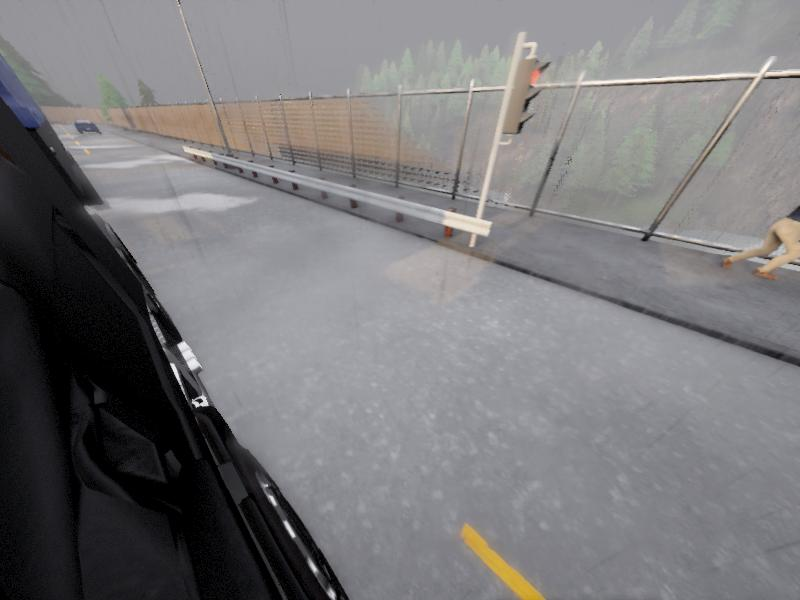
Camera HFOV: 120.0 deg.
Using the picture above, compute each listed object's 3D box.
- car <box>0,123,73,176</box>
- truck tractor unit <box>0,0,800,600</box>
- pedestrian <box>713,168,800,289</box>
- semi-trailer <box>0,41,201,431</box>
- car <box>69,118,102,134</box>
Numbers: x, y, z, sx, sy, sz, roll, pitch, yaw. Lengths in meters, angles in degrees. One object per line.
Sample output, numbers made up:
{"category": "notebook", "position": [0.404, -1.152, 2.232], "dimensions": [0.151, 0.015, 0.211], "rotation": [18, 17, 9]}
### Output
{"category": "car", "position": [-17.765, -7.271, 10.935], "dimensions": [5.238, 1.638, 1.930], "rotation": [28, 44, 30]}
{"category": "truck tractor unit", "position": [-2.645, -0.295, 0.351], "dimensions": [6.516, 4.208, 3.053], "rotation": [28, 44, 30]}
{"category": "pedestrian", "position": [6.872, -1.265, 4.022], "dimensions": [0.751, 1.860, 0.751], "rotation": [26, 43, 28]}
{"category": "semi-trailer", "position": [-8.700, -3.595, 4.239], "dimensions": [14.254, 4.402, 2.717], "rotation": [28, 44, 30]}
{"category": "car", "position": [-42.839, -23.668, 31.469], "dimensions": [5.008, 1.535, 1.882], "rotation": [28, 44, 30]}
